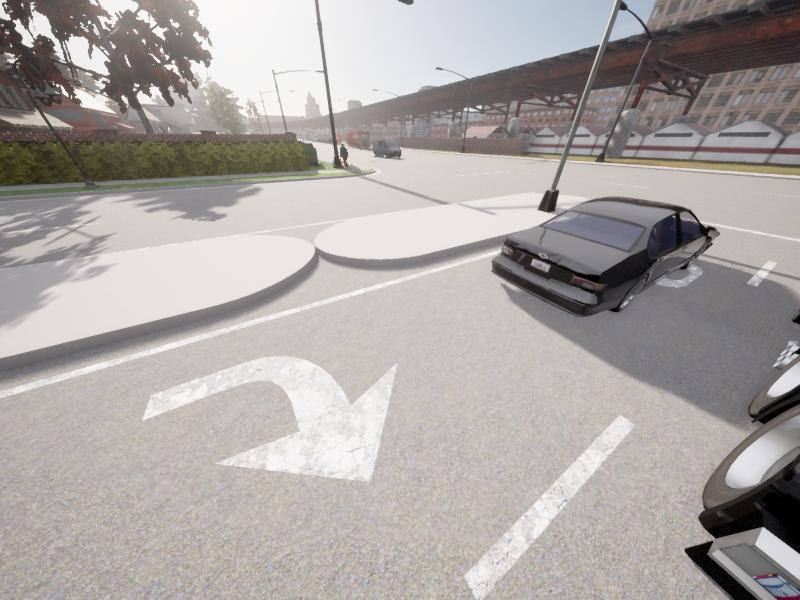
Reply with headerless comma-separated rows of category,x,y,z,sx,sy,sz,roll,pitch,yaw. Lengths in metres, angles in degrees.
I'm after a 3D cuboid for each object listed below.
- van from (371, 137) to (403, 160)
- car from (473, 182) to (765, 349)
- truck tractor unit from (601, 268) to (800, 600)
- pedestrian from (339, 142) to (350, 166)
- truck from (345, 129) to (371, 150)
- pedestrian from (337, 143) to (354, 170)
van,-1.886,-21.827,33.094,1.988,2.561,5.915,-18,39,-24
car,4.264,-1.187,4.513,5.357,1.411,2.033,-18,39,-24
truck tractor unit,5.115,-0.296,0.773,6.516,4.208,3.053,-18,39,-24
pedestrian,-5.219,-13.694,21.682,0.751,1.860,0.751,-10,36,-14
truck,-10.240,-39.031,56.004,2.891,3.827,8.468,-18,40,-24
pedestrian,-4.412,-11.680,18.795,0.751,1.860,0.751,18,38,23
